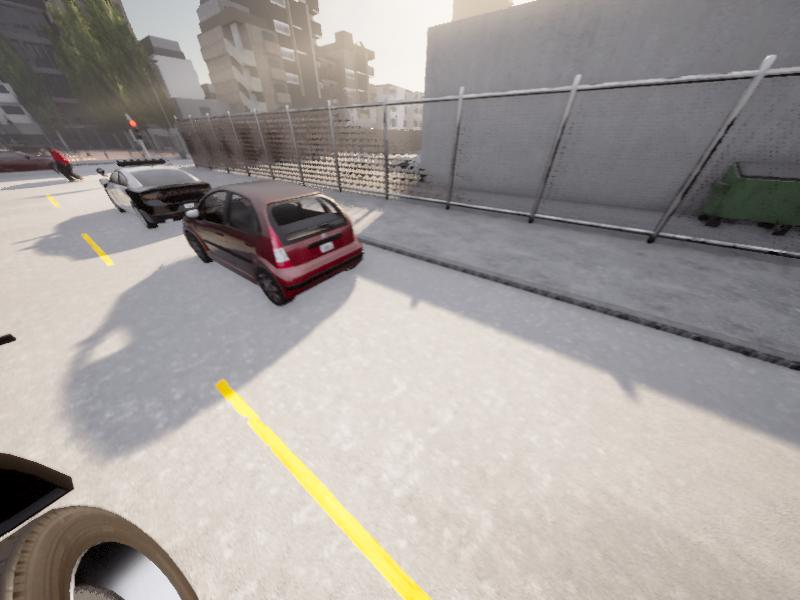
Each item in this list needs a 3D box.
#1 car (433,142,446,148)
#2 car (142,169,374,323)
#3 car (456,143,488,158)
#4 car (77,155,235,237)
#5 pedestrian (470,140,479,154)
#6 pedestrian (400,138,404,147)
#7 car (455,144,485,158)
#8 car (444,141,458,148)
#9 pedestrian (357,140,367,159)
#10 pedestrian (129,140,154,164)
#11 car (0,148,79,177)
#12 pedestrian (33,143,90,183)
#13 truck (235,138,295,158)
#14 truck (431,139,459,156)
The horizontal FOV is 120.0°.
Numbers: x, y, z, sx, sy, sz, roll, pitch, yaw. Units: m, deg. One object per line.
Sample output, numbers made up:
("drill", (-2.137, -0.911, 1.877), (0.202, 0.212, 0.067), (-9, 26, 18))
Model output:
("car", (11.313, -43.853, 65.368), (1.970, 1.475, 3.806), (22, 41, 28))
("car", (-2.686, -1.423, 4.510), (3.988, 1.617, 1.851), (22, 41, 28))
("car", (9.902, -20.721, 31.914), (3.705, 1.547, 1.789), (22, 41, 28))
("car", (-8.133, -3.704, 7.666), (5.238, 1.638, 1.930), (22, 40, 27))
("pedestrian", (11.944, -24.539, 36.978), (0.751, 1.860, 0.751), (22, 41, 28))
("pedestrian", (0.417, -39.656, 58.311), (0.751, 1.860, 0.751), (17, 39, 22))
("car", (9.807, -20.813, 32.169), (2.033, 1.415, 5.357), (22, 41, 28))
("car", (15.587, -47.342, 70.401), (2.152, 1.651, 5.027), (22, 41, 28))
("pedestrian", (-4.476, -17.752, 27.212), (0.751, 1.860, 0.751), (13, 37, 17))
("pedestrian", (-24.355, -13.933, 21.793), (0.751, 1.860, 0.751), (27, 43, 33))
("car", (-25.986, -9.320, 15.641), (1.812, 1.442, 4.674), (22, 41, 28))
("pedestrian", (-18.788, -7.625, 12.899), (0.751, 1.860, 0.751), (5, 35, 6))
("truck", (-17.772, -20.407, 30.869), (2.390, 2.098, 6.274), (22, 40, 27))
("truck", (6.655, -22.465, 33.941), (2.069, 2.038, 4.478), (22, 41, 28))
